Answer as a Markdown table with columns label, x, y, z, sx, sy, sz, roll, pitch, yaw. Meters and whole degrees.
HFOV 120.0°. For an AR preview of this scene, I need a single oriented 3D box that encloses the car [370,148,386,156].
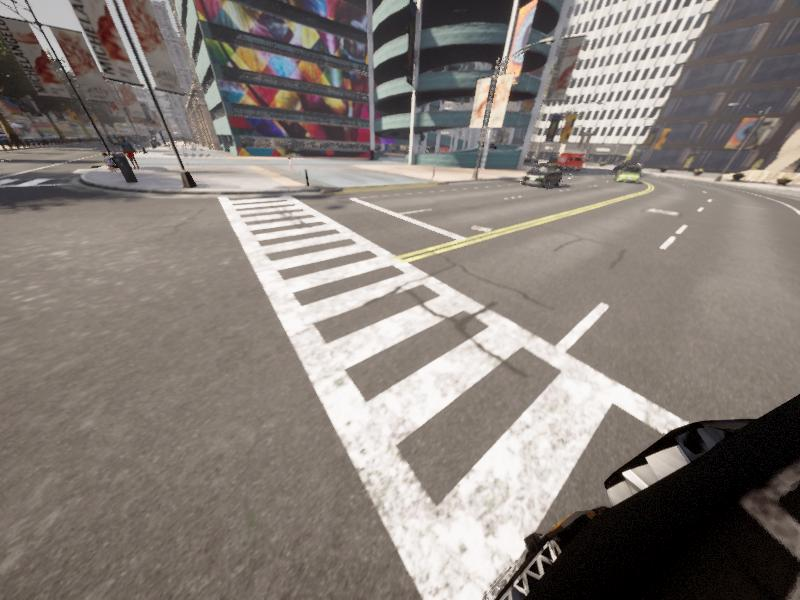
| label | x | y | z | sx | sy | sz | roll | pitch | yaw |
| --- | --- | --- | --- | --- | --- | --- | --- | --- | --- |
| car | -5.900 | -39.091 | 60.957 | 2.007 | 1.523 | 4.514 | -22 | 41 | -32 |

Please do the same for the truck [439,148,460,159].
| label | x | y | z | sx | sy | sz | roll | pitch | yaw |
| --- | --- | --- | --- | --- | --- | --- | --- | --- | --- |
| truck | 14.594 | -43.350 | 68.189 | 2.627 | 2.467 | 5.204 | -22 | 41 | -32 |

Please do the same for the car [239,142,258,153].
| label | x | y | z | sx | sy | sz | roll | pitch | yaw |
| --- | --- | --- | --- | --- | --- | --- | --- | --- | --- |
| car | -29.362 | -29.506 | 44.713 | 2.161 | 1.482 | 4.786 | -22 | 41 | -32 |

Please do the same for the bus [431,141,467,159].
| label | x | y | z | sx | sy | sz | roll | pitch | yaw |
| --- | --- | --- | --- | --- | --- | --- | --- | --- | --- |
| bus | 15.025 | -47.056 | 72.191 | 3.944 | 4.253 | 10.273 | -22 | 41 | -32 |

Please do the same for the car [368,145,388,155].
| label | x | y | z | sx | sy | sz | roll | pitch | yaw |
| --- | --- | --- | --- | --- | --- | --- | --- | --- | --- |
| car | -5.848 | -39.391 | 60.703 | 2.435 | 2.045 | 5.566 | -22 | 41 | -32 |

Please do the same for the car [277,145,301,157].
| label | x | y | z | sx | sy | sz | roll | pitch | yaw |
| --- | --- | --- | --- | --- | --- | --- | --- | --- | --- |
| car | -19.008 | -25.513 | 39.406 | 2.128 | 1.511 | 4.902 | -22 | 41 | -32 |

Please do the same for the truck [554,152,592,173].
| label | x | y | z | sx | sy | sz | roll | pitch | yaw |
| --- | --- | --- | --- | --- | --- | --- | --- | --- | --- |
| truck | 28.049 | -22.551 | 37.825 | 2.627 | 2.467 | 5.204 | 8 | 35 | 8 |

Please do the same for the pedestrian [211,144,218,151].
| label | x | y | z | sx | sy | sz | roll | pitch | yaw |
| --- | --- | --- | --- | --- | --- | --- | --- | --- | --- |
| pedestrian | -32.554 | -26.799 | 40.586 | 0.500 | 1.100 | 0.500 | 18 | 36 | 22 |

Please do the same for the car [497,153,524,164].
| label | x | y | z | sx | sy | sz | roll | pitch | yaw |
| --- | --- | --- | --- | --- | --- | --- | --- | --- | --- |
| car | 26.115 | -33.576 | 54.718 | 2.150 | 2.045 | 5.566 | -12 | 36 | -21 |

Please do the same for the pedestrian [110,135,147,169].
| label | x | y | z | sx | sy | sz | roll | pitch | yaw |
| --- | --- | --- | --- | --- | --- | --- | --- | --- | --- |
| pedestrian | -17.995 | -9.799 | 15.368 | 0.751 | 1.860 | 0.751 | -14 | 37 | -23 |

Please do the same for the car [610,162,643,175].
| label | x | y | z | sx | sy | sz | roll | pitch | yaw |
| --- | --- | --- | --- | --- | --- | --- | --- | --- | --- |
| car | 38.718 | -22.705 | 39.672 | 1.851 | 1.617 | 3.988 | 6 | 34 | 5 |

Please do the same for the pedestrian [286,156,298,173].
| label | x | y | z | sx | sy | sz | roll | pitch | yaw |
| --- | --- | --- | --- | --- | --- | --- | --- | --- | --- |
| pedestrian | -8.117 | -10.174 | 17.370 | 0.500 | 1.100 | 0.500 | -15 | 38 | -25 |

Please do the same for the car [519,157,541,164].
| label | x | y | z | sx | sy | sz | roll | pitch | yaw |
| --- | --- | --- | --- | --- | --- | --- | --- | --- | --- |
| car | 32.337 | -34.844 | 57.688 | 1.994 | 1.385 | 4.181 | -14 | 37 | -24 |

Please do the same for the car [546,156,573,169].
| label | x | y | z | sx | sy | sz | roll | pitch | yaw |
| --- | --- | --- | --- | --- | --- | --- | --- | --- | --- |
| car | 32.135 | -27.876 | 46.725 | 1.932 | 1.855 | 4.605 | -1 | 34 | -5 |

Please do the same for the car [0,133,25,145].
| label | x | y | z | sx | sy | sz | roll | pitch | yaw |
| --- | --- | --- | --- | --- | --- | --- | --- | --- | --- |
| car | -59.831 | -24.417 | 34.935 | 1.812 | 1.442 | 4.674 | -21 | 41 | -32 |

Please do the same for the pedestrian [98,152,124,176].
| label | x | y | z | sx | sy | sz | roll | pitch | yaw |
| --- | --- | --- | --- | --- | --- | --- | --- | --- | --- |
| pedestrian | -15.923 | -7.495 | 12.740 | 0.500 | 1.100 | 0.500 | 29 | 41 | 33 |

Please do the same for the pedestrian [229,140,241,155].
| label | x | y | z | sx | sy | sz | roll | pitch | yaw |
| --- | --- | --- | --- | --- | --- | --- | --- | --- | --- |
| pedestrian | -23.859 | -22.018 | 33.376 | 0.751 | 1.860 | 0.751 | 24 | 39 | 28 |

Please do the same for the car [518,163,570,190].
| label | x | y | z | sx | sy | sz | roll | pitch | yaw |
| --- | --- | --- | --- | --- | --- | --- | --- | --- | --- |
| car | 11.221 | -9.662 | 17.972 | 3.705 | 1.549 | 1.789 | -22 | 41 | -33 |

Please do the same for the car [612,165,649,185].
| label | x | y | z | sx | sy | sz | roll | pitch | yaw |
| --- | --- | --- | --- | --- | --- | --- | --- | --- | --- |
| car | 24.287 | -13.326 | 24.511 | 2.007 | 1.525 | 4.514 | 24 | 39 | 28 |

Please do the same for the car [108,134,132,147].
| label | x | y | z | sx | sy | sz | roll | pitch | yaw |
| --- | --- | --- | --- | --- | --- | --- | --- | --- | --- |
| car | -55.062 | -31.410 | 45.452 | 1.932 | 1.855 | 4.605 | -21 | 41 | -32 |

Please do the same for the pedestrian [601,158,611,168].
| label | x | y | z | sx | sy | sz | roll | pitch | yaw |
| --- | --- | --- | --- | --- | --- | --- | --- | --- | --- |
| pedestrian | 45.307 | -30.085 | 50.749 | 0.751 | 1.860 | 0.751 | 2 | 34 | -2 |
